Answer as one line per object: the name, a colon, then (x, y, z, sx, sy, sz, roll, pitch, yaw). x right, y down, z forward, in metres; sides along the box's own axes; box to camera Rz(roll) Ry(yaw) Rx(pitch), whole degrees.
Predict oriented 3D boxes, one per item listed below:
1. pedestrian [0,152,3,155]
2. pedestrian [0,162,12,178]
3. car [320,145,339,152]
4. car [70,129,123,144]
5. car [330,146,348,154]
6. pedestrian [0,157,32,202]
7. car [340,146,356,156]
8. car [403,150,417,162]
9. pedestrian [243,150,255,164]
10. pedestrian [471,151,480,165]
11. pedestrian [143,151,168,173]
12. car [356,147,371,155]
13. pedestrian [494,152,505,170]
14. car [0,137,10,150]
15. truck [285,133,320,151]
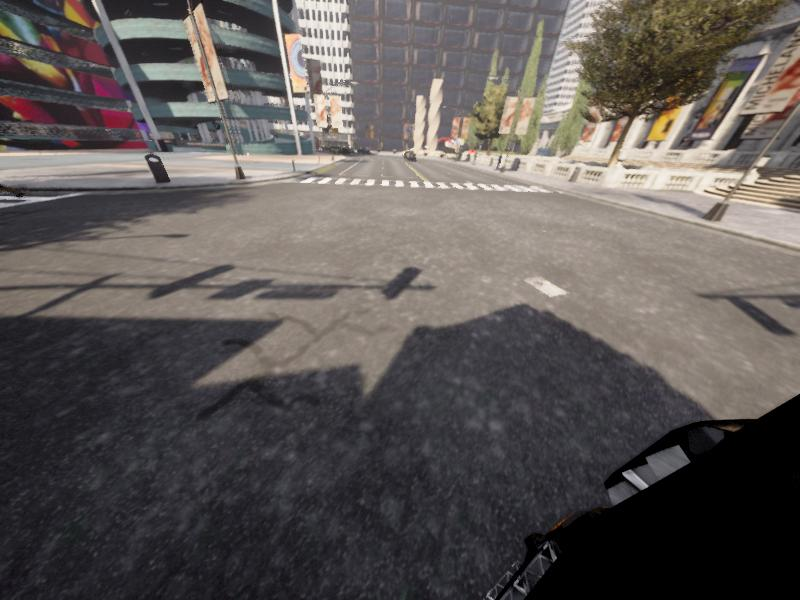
pedestrian: (-33.135, -12.523, 18.232, 0.751, 1.860, 0.751, -9, 35, -17)
pedestrian: (-18.958, -6.494, 10.254, 0.751, 1.860, 0.751, 6, 34, 5)
car: (-21.072, -45.088, 68.719, 4.902, 1.511, 2.128, 15, 35, 17)
car: (-56.609, -30.478, 43.203, 5.566, 2.045, 2.435, 0, 34, -4)
car: (-15.616, -38.696, 59.528, 4.514, 1.525, 2.007, 27, 40, 31)
pedestrian: (-13.847, -4.317, 7.647, 0.751, 1.860, 0.751, 1, 34, -2)
car: (-11.730, -33.711, 52.248, 1.789, 1.549, 3.705, -22, 41, -32)
car: (1.764, -26.021, 41.678, 1.851, 1.617, 3.988, -3, 34, -8)
pedestrian: (-14.484, -13.767, 22.195, 0.500, 1.100, 0.500, 5, 34, 3)
pedestrian: (11.697, -22.078, 35.965, 0.751, 1.860, 0.751, 0, 34, -4)
pedestrian: (-14.944, -8.425, 14.142, 0.500, 1.100, 0.500, 7, 34, 6)
car: (-9.441, -38.105, 59.004, 3.705, 1.549, 1.789, 30, 42, 34)
pedestrian: (12.987, -18.177, 30.206, 0.751, 1.860, 0.751, 3, 34, 0)
car: (-43.167, -15.720, 22.690, 4.902, 1.511, 2.128, 0, 34, -4)
truck: (-28.113, -45.629, 66.842, 8.468, 3.827, 2.891, 8, 34, 8)
